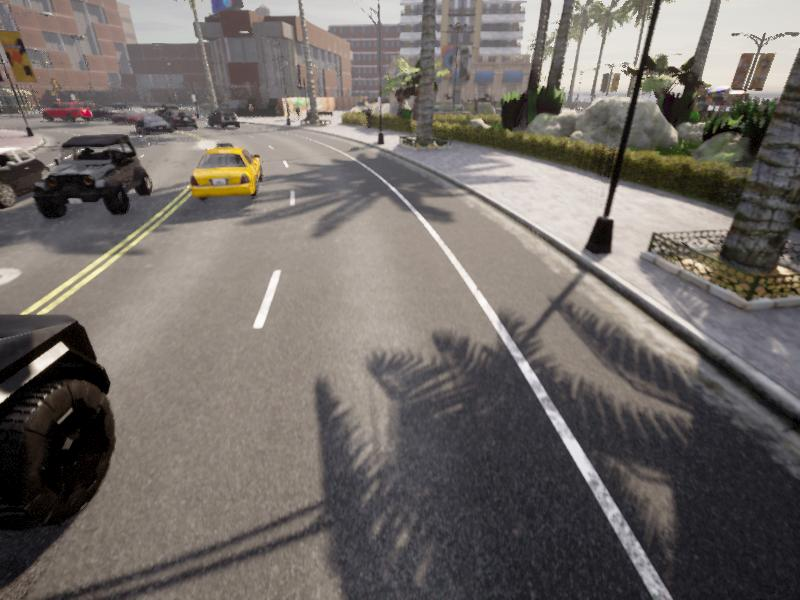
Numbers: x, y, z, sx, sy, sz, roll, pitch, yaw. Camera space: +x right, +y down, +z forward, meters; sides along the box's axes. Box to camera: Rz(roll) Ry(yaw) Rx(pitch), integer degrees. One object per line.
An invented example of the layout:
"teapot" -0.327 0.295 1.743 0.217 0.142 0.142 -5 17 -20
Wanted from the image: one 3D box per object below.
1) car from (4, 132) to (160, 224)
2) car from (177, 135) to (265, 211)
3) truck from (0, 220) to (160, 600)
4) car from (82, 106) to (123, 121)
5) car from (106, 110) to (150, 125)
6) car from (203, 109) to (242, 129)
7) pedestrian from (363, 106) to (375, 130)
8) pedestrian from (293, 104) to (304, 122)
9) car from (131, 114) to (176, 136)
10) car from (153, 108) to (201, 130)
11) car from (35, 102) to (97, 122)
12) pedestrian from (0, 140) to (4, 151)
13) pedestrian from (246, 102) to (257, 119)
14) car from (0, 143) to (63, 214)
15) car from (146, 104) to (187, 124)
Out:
"car" -8.919 -3.759 11.776 1.905 1.878 3.866 -6 28 -12
"car" -5.816 -4.556 13.684 1.801 1.575 5.366 -6 28 -13
"truck" -3.624 1.724 0.936 2.390 2.098 6.274 -1 27 -2
"car" -36.848 -23.156 49.615 3.705 1.549 1.789 8 28 15
"car" -29.654 -19.933 43.608 4.181 1.385 1.994 14 30 26
"car" -17.443 -17.825 39.338 1.851 1.617 3.988 -24 36 -38
"pedestrian" -2.749 -16.042 35.318 0.751 1.860 0.751 -13 30 -24
"pedestrian" -11.383 -20.989 44.863 0.751 1.860 0.751 24 35 38
"car" -20.699 -14.717 33.544 1.994 1.385 4.181 -23 35 -38
"car" -21.389 -17.350 38.323 4.611 1.667 2.242 23 35 37
"car" -39.150 -22.075 46.961 5.566 2.045 2.150 7 28 12
"pedestrian" -22.531 -9.107 21.716 0.751 1.860 0.751 -13 30 -24
"pedestrian" -18.430 -23.493 49.678 0.751 1.860 0.751 22 34 36
"car" -12.643 -3.782 12.247 1.970 1.475 3.806 -7 28 -13
"car" -26.530 -21.168 45.460 3.866 1.878 1.905 16 31 27
